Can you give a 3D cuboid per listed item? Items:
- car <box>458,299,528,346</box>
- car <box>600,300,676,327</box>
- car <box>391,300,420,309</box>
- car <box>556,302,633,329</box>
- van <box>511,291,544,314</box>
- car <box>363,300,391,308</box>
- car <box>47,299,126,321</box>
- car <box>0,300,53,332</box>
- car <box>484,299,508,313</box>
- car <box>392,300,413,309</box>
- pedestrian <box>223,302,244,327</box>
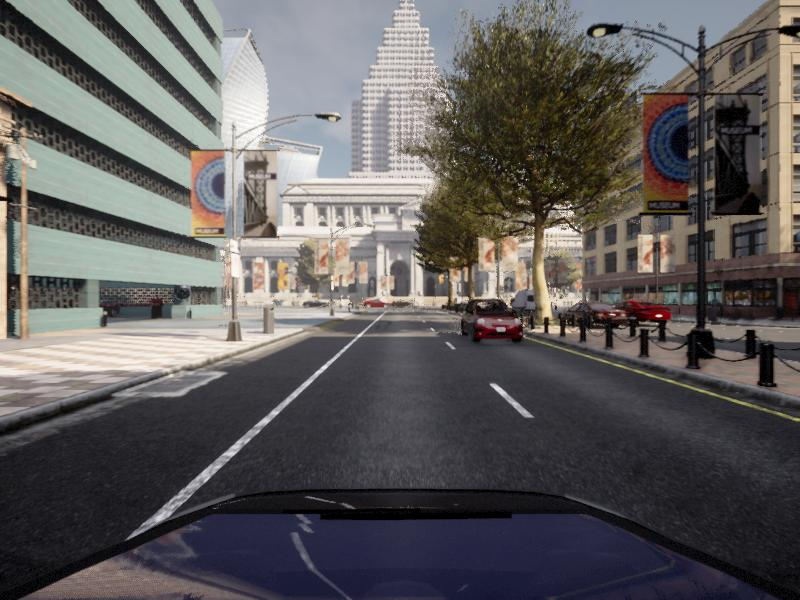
[{"bbox_3d":[3.480,0.763,15.721,1.851,1.617,3.988,0,0,0],"label":"car"},{"bbox_3d":[14.969,0.782,25.571,1.882,1.535,5.008,0,0,0],"label":"car"},{"bbox_3d":[1.026,0.795,75.227,5.027,1.651,2.152,0,0,18],"label":"car"},{"bbox_3d":[11.472,0.857,24.155,2.033,1.411,5.357,0,0,0],"label":"car"},{"bbox_3d":[14.945,0.249,47.374,1.988,2.561,5.915,0,0,0],"label":"van"},{"bbox_3d":[-4.221,0.709,73.344,5.008,1.535,1.882,0,0,0],"label":"car"},{"bbox_3d":[-23.488,0.669,30.258,2.128,1.511,4.902,0,0,0],"label":"car"},{"bbox_3d":[-19.341,0.726,18.677,2.161,1.482,4.786,0,0,0],"label":"car"},{"bbox_3d":[11.442,0.713,47.938,1.851,1.617,3.988,0,0,0],"label":"car"},{"bbox_3d":[0.444,0.709,69.829,3.705,1.549,1.789,0,0,0],"label":"car"},{"bbox_3d":[-8.708,0.731,20.954,0.751,1.300,0.751,0,0,4],"label":"pedestrian"}]
